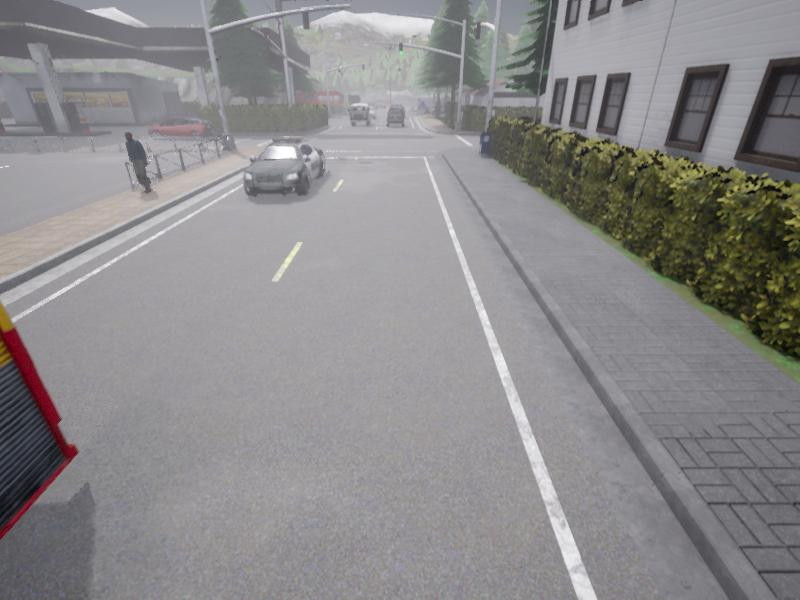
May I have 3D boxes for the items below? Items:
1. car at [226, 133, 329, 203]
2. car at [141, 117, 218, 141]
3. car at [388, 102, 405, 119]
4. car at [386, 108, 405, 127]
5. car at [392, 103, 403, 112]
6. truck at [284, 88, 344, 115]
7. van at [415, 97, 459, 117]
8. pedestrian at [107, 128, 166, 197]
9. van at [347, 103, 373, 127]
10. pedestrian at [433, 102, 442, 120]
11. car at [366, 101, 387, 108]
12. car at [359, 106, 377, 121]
[{"bbox_3d":[-3.982,-4.796,14.087,2.038,1.542,4.974,0,28,0],"label":"car"},{"bbox_3d":[-16.603,-13.000,30.329,4.514,1.525,2.007,0,27,0],"label":"car"},{"bbox_3d":[-0.415,-25.028,52.769,2.097,1.767,4.553,0,27,0],"label":"car"},{"bbox_3d":[-0.434,-18.509,40.480,1.789,1.549,3.705,0,28,0],"label":"car"},{"bbox_3d":[-0.381,-34.368,71.298,1.895,1.301,4.718,0,27,0],"label":"car"},{"bbox_3d":[-13.355,-31.257,63.005,8.468,3.827,2.891,0,27,0],"label":"truck"},{"bbox_3d":[5.470,-28.986,60.031,6.366,2.431,2.351,1,27,0],"label":"van"},{"bbox_3d":[-7.967,-4.188,12.184,0.751,1.860,0.751,5,28,10],"label":"pedestrian"},{"bbox_3d":[-3.947,-18.433,39.873,2.069,2.038,4.480,0,25,0],"label":"van"},{"bbox_3d":[4.371,-22.106,46.679,0.751,1.860,0.751,-4,28,-7],"label":"pedestrian"},{"bbox_3d":[-5.417,-45.660,93.316,4.674,1.442,1.812,0,27,0],"label":"car"},{"bbox_3d":[-3.918,-23.248,49.726,1.812,1.442,4.674,0,28,0],"label":"car"}]
